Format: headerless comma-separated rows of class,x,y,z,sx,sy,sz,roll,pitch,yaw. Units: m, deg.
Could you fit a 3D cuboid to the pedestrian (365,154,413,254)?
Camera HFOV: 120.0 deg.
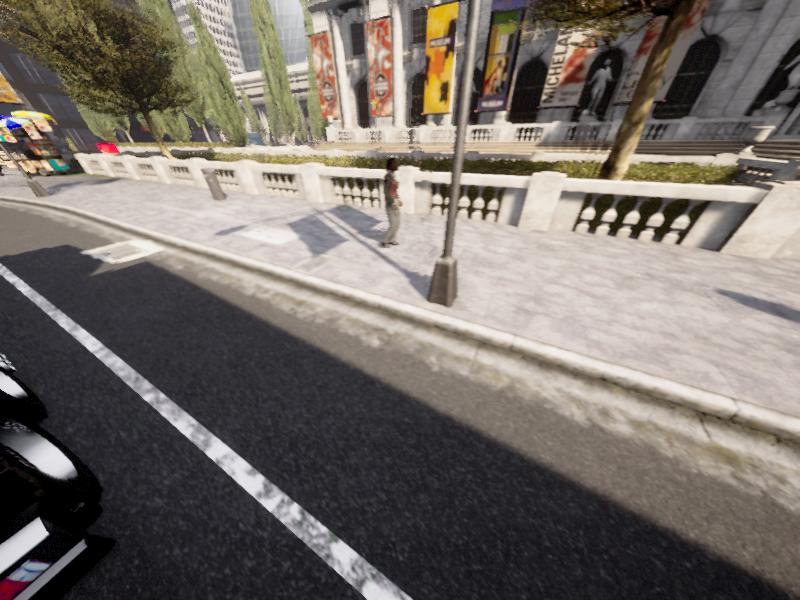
pedestrian,-0.183,-2.052,5.018,0.751,1.860,0.751,8,36,12

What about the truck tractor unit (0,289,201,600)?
truck tractor unit,-5.164,-0.241,0.728,6.516,4.208,3.053,16,38,22
